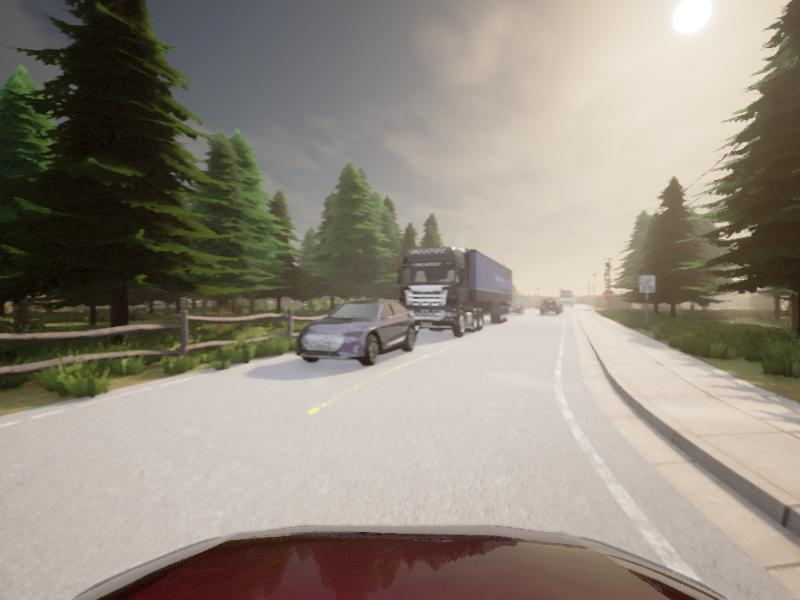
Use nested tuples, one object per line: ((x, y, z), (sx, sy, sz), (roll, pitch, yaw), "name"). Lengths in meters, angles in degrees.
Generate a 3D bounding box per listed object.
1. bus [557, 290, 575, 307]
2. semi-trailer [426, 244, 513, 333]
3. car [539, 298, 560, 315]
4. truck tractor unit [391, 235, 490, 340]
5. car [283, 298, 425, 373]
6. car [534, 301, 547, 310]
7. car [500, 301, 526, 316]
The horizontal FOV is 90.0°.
((42.140, -0.354, 101.342), (3.944, 4.253, 10.273), (0, 0, 24), "bus")
((5.349, -0.582, 26.916), (2.717, 4.402, 14.254), (0, 0, 23), "semi-trailer")
((16.948, 0.725, 45.249), (1.932, 1.855, 4.605), (0, 0, 24), "car")
((2.301, -0.495, 19.614), (3.053, 4.208, 6.516), (0, 0, 23), "truck tractor unit")
((-0.983, 0.784, 11.487), (2.033, 1.649, 4.856), (0, 0, 21), "car")
((25.690, 0.906, 73.181), (1.851, 1.617, 3.988), (0, 0, 24), "car")
((12.332, 0.895, 43.481), (2.128, 1.511, 4.902), (0, 0, 23), "car")
